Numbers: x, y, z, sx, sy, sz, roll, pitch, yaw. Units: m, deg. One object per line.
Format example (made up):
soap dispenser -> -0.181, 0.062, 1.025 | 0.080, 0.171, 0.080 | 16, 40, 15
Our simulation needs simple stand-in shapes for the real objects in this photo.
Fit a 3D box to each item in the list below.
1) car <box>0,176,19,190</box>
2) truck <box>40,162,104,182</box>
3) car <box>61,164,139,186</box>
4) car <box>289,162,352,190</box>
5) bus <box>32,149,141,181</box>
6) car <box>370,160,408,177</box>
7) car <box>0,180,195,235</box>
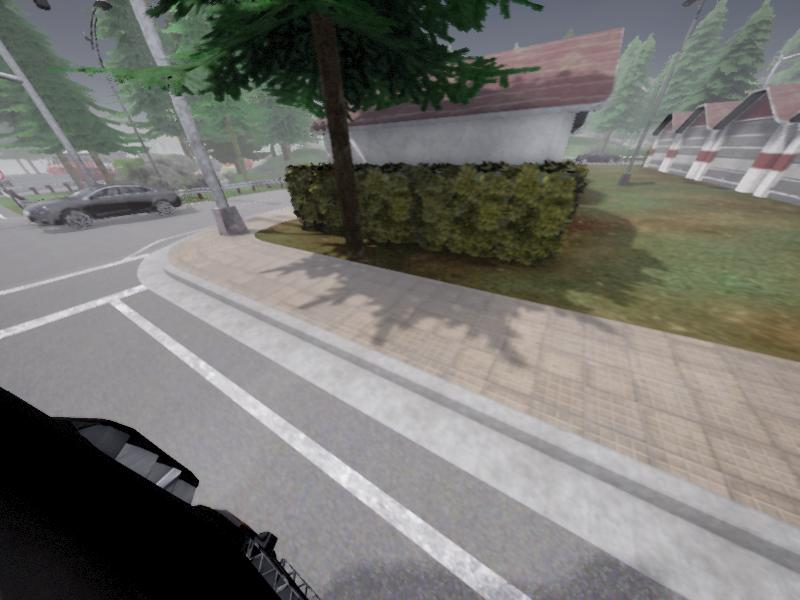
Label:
car -> -49.373, -13.561, 27.072 | 1.895, 1.301, 4.718 | 16, 37, 26
truck -> -53.791, -21.163, 38.028 | 2.627, 2.467, 5.204 | 16, 37, 26
car -> -39.066, -16.505, 30.351 | 2.150, 2.045, 5.566 | 12, 36, 20
car -> -6.650, -10.832, 20.016 | 2.242, 1.667, 4.611 | 16, 37, 26
bus -> -55.129, -24.303, 41.324 | 3.944, 4.253, 10.273 | 16, 37, 26
car -> -1.190, -15.931, 27.859 | 2.033, 1.411, 5.357 | 16, 37, 26
car -> -12.962, -4.398, 10.434 | 2.128, 1.511, 4.902 | 12, 33, 21
